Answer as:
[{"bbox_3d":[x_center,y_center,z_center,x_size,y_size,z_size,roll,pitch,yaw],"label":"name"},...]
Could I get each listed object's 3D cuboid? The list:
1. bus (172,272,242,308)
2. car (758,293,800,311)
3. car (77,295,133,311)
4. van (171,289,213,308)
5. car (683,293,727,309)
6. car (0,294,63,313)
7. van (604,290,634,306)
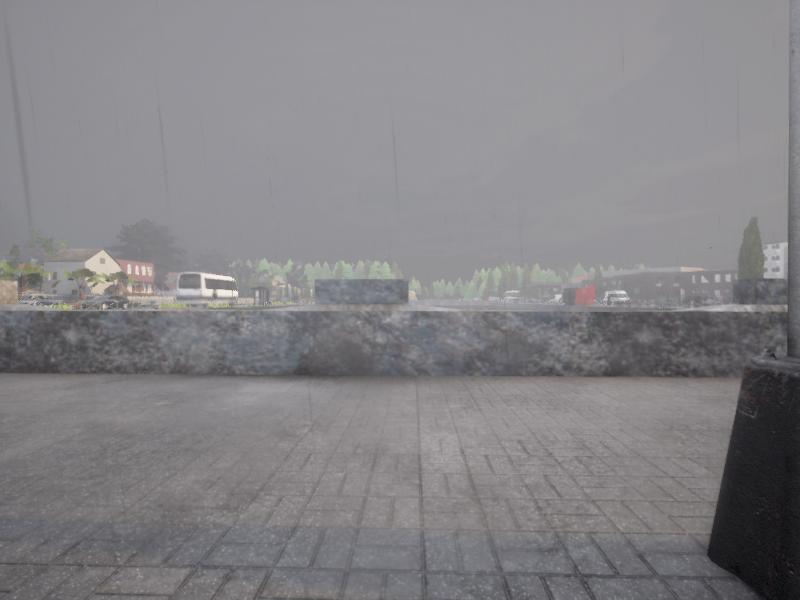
[{"bbox_3d":[-24.915,-1.135,52.527,3.944,4.253,10.273,0,0,2],"label":"bus"},{"bbox_3d":[36.434,0.202,37.065,1.801,1.575,5.366,0,0,2],"label":"car"},{"bbox_3d":[-29.225,0.244,39.839,1.837,1.490,4.892,0,0,2],"label":"car"},{"bbox_3d":[-28.698,-0.223,55.476,2.351,2.431,6.366,0,0,2],"label":"van"},{"bbox_3d":[36.817,0.051,48.517,1.932,1.855,4.605,0,0,2],"label":"car"},{"bbox_3d":[-29.494,0.253,31.903,1.970,1.475,3.806,0,0,2],"label":"car"},{"bbox_3d":[37.488,-0.299,68.728,1.988,2.561,5.915,0,0,2],"label":"van"}]
